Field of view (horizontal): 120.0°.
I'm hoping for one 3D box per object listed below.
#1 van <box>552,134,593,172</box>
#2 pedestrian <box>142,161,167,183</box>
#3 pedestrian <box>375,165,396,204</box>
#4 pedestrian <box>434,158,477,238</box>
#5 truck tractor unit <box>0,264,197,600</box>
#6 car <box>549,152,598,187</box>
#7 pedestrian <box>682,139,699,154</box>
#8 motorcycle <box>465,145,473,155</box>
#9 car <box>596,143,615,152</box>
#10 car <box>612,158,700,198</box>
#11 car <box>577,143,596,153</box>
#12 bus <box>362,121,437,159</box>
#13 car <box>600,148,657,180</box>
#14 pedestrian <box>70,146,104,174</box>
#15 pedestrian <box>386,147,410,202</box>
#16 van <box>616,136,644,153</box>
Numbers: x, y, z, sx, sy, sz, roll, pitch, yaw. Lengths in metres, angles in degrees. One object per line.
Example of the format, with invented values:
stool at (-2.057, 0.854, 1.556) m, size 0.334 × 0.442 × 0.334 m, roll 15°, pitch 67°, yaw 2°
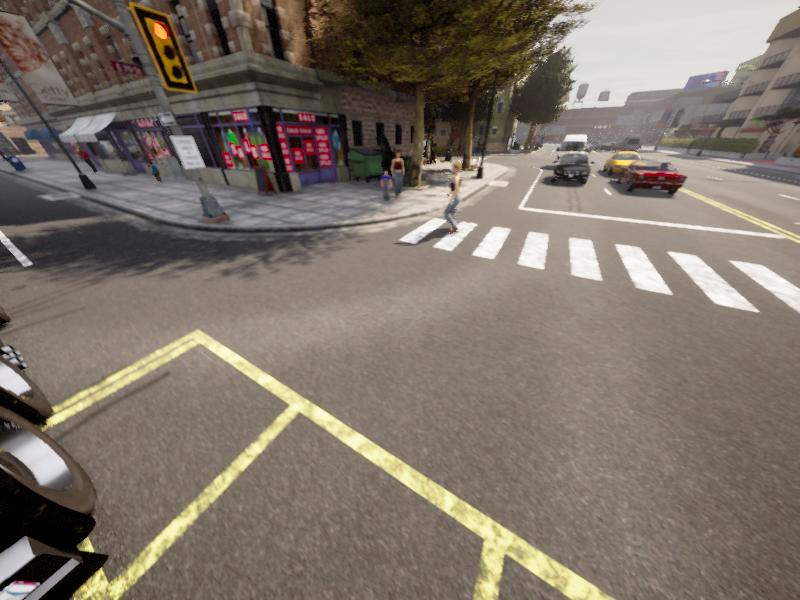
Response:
van at (15.586, -13.580, 21.157) m, size 1.988 × 2.561 × 5.915 m, roll 18°, pitch 39°, yaw 24°
pedestrian at (-15.057, -7.852, 14.198) m, size 0.500 × 1.100 × 0.500 m, roll 17°, pitch 39°, yaw 24°
pedestrian at (-0.551, -4.619, 9.217) m, size 0.751 × 1.300 × 0.751 m, roll -2°, pitch 35°, yaw -2°
pedestrian at (1.478, -2.779, 6.326) m, size 0.751 × 1.860 × 0.751 m, roll 16°, pitch 38°, yaw 22°
truck tractor unit at (-5.117, -0.292, 0.782) m, size 6.516 × 4.208 × 3.053 m, roll 18°, pitch 39°, yaw 24°
car at (11.016, -8.542, 14.874) m, size 1.837 × 1.490 × 4.892 m, roll 18°, pitch 39°, yaw 24°
pedestrian at (44.258, -23.373, 35.220) m, size 0.751 × 1.860 × 0.751 m, roll 15°, pitch 38°, yaw 21°
motorcycle at (11.679, -25.303, 38.931) m, size 0.764 × 1.277 × 2.356 m, roll -9°, pitch 34°, yaw 6°
car at (40.593, -30.256, 45.786) m, size 1.837 × 1.490 × 4.892 m, roll 18°, pitch 38°, yaw 24°
car at (13.279, -6.703, 12.379) m, size 1.895 × 1.301 × 4.718 m, roll 18°, pitch 39°, yaw 24°
car at (34.937, -28.604, 43.458) m, size 2.128 × 1.511 × 4.902 m, roll 18°, pitch 39°, yaw 24°
bus at (-0.229, -23.905, 34.677) m, size 10.273 × 4.253 × 3.944 m, roll 18°, pitch 39°, yaw 24°
car at (16.692, -10.259, 17.208) m, size 1.801 × 1.575 × 5.366 m, roll 18°, pitch 39°, yaw 24°
pedestrian at (-24.859, -11.151, 18.383) m, size 0.751 × 1.860 × 0.751 m, roll 18°, pitch 39°, yaw 25°
pedestrian at (-0.083, -5.074, 9.377) m, size 0.751 × 1.860 × 0.751 m, roll -10°, pitch 36°, yaw -14°
van at (43.482, -29.562, 43.838) m, size 1.988 × 2.561 × 5.915 m, roll 18°, pitch 39°, yaw 24°
